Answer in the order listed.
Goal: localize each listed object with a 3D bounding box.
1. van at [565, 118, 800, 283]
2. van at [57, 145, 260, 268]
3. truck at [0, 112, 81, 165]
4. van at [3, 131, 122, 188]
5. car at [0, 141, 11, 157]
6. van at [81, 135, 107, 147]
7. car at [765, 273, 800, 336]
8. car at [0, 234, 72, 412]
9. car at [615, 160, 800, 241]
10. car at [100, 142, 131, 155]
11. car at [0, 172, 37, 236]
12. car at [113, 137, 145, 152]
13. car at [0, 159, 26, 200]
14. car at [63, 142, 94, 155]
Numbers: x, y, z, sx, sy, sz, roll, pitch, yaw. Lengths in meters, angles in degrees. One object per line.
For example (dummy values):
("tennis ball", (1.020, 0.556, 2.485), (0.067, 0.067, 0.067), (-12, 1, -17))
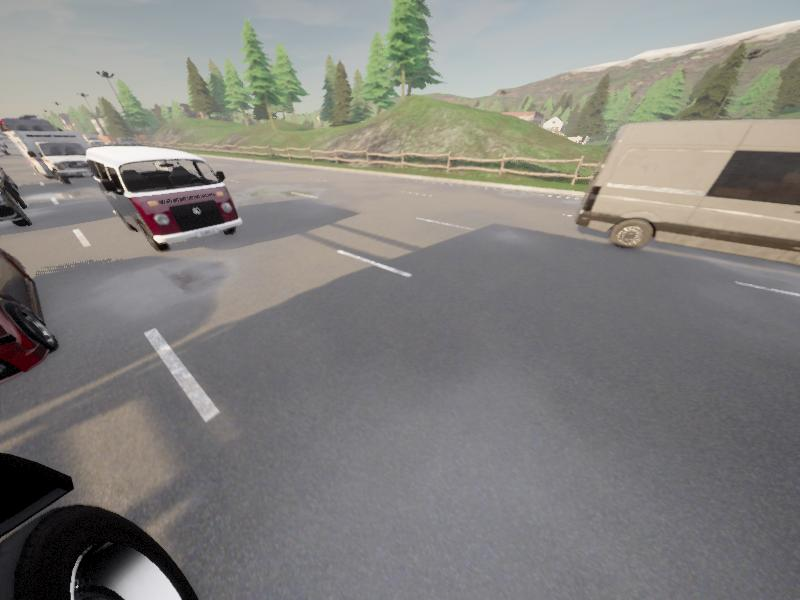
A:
("van", (7.517, -2.185, 4.882), (5.915, 2.561, 1.988), (22, 41, 28))
("van", (-6.190, -2.749, 6.004), (4.480, 2.038, 2.069), (23, 41, 28))
("truck", (-36.200, -16.042, 23.094), (8.468, 3.827, 2.891), (23, 41, 28))
("van", (-19.908, -8.448, 13.652), (6.366, 2.431, 2.351), (20, 40, 26))
("car", (-52.548, -19.605, 29.721), (4.605, 1.855, 1.932), (22, 41, 29))
("van", (-76.755, -39.904, 57.876), (6.366, 2.431, 2.351), (23, 41, 28))
("car", (7.815, 0.842, 1.578), (5.357, 1.411, 2.033), (22, 40, 27))
("car", (-6.042, 0.106, 2.568), (4.181, 1.385, 1.994), (22, 41, 28))
("car", (10.370, -3.152, 7.059), (5.238, 1.638, 1.930), (21, 40, 27))
("car", (-42.738, -22.786, 34.665), (3.806, 1.475, 1.970), (23, 41, 28))
("car", (-13.337, -3.087, 6.790), (5.027, 1.651, 2.152), (23, 41, 28))
("car", (-48.608, -27.960, 41.475), (5.566, 2.045, 2.150), (23, 41, 28))
("car", (-19.358, -5.550, 10.361), (4.792, 1.488, 2.163), (23, 41, 28))
("car", (-45.964, -21.674, 33.014), (3.633, 1.501, 1.845), (23, 41, 29))
